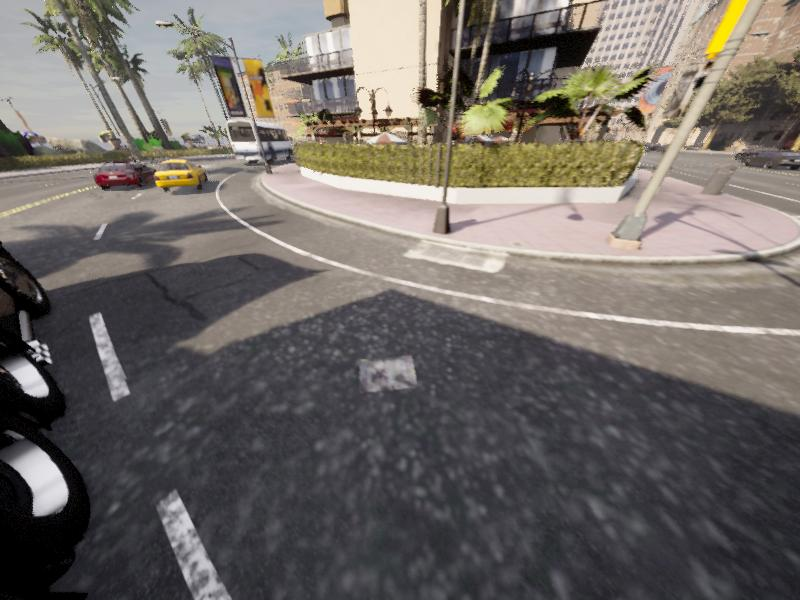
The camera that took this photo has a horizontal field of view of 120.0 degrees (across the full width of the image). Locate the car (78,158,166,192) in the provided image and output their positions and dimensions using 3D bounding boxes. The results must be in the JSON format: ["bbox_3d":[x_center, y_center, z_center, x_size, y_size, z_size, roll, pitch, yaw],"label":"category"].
[{"bbox_3d":[-17.330,-8.102,14.747,1.994,1.385,4.181,-15,37,-20],"label":"car"}]

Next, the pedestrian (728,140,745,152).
[{"bbox_3d":[63.990,-29.273,43.978,0.751,1.860,0.751,1,35,2],"label":"pedestrian"}]

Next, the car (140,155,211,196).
[{"bbox_3d":[-13.115,-7.683,13.917,1.801,1.575,5.366,-18,38,-24],"label":"car"}]

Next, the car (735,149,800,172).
[{"bbox_3d":[34.481,-12.915,21.249,2.033,1.411,5.357,16,38,22],"label":"car"}]

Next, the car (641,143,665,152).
[{"bbox_3d":[58.103,-35.115,53.140,2.163,1.488,4.792,16,38,22],"label":"car"}]

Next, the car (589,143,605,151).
[{"bbox_3d":[49.291,-38.416,57.947,1.801,1.575,5.366,16,38,22],"label":"car"}]

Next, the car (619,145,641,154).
[{"bbox_3d":[46.091,-30.362,46.436,1.994,1.385,4.181,16,38,22],"label":"car"}]

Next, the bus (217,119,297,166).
[{"bbox_3d":[-17.767,-20.507,30.192,3.944,4.253,10.273,-1,35,-1],"label":"bus"}]

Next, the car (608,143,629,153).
[{"bbox_3d":[50.446,-35.234,53.505,2.152,1.651,5.027,16,38,22],"label":"car"}]

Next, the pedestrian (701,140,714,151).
[{"bbox_3d":[66.573,-33.483,50.057,0.751,1.860,0.751,14,37,20],"label":"pedestrian"}]

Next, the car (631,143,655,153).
[{"bbox_3d":[51.960,-32.670,49.522,2.033,1.649,4.856,16,38,22],"label":"car"}]

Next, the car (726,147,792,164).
[{"bbox_3d":[42.195,-17.227,27.355,2.163,1.488,4.792,16,38,22],"label":"car"}]

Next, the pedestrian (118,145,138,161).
[{"bbox_3d":[-36.762,-19.860,31.213,0.751,1.860,0.751,8,35,12],"label":"pedestrian"}]

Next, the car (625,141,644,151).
[{"bbox_3d":[54.835,-36.003,54.094,1.905,1.878,3.866,16,38,22],"label":"car"}]

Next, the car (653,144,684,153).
[{"bbox_3d":[54.438,-30.817,47.008,2.033,1.411,5.357,13,37,19],"label":"car"}]

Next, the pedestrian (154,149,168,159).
[{"bbox_3d":[-36.640,-22.395,35.379,0.751,1.300,0.751,3,35,6],"label":"pedestrian"}]

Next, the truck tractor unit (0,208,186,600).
[{"bbox_3d":[-5.022,-0.375,0.917,6.516,4.208,3.053,22,41,29],"label":"truck tractor unit"}]
